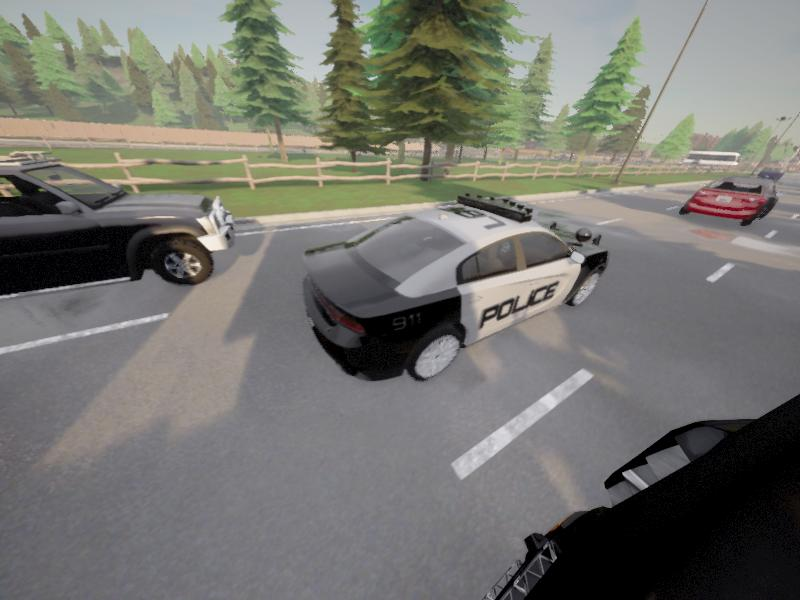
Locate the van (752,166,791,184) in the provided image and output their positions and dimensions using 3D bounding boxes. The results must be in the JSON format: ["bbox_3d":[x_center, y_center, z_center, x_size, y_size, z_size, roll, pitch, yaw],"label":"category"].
[{"bbox_3d":[51.867,-17.533,32.236,4.442,1.987,1.775,-16,38,-26],"label":"van"}]

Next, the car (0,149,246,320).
[{"bbox_3d":[-5.291,-1.112,3.462,4.605,1.855,1.932,-16,38,-26],"label":"car"}]

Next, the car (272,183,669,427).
[{"bbox_3d":[1.289,-0.645,3.492,5.238,1.638,1.930,-16,38,-26],"label":"car"}]

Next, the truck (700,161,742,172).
[{"bbox_3d":[89.382,-37.247,64.383,2.390,2.098,6.274,-16,38,-26],"label":"truck"}]

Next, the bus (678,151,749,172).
[{"bbox_3d":[85.643,-38.181,63.548,3.944,4.253,10.273,-16,38,-26],"label":"bus"}]

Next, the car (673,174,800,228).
[{"bbox_3d":[15.379,-4.696,10.586,4.611,1.667,2.242,-16,38,-26],"label":"car"}]
